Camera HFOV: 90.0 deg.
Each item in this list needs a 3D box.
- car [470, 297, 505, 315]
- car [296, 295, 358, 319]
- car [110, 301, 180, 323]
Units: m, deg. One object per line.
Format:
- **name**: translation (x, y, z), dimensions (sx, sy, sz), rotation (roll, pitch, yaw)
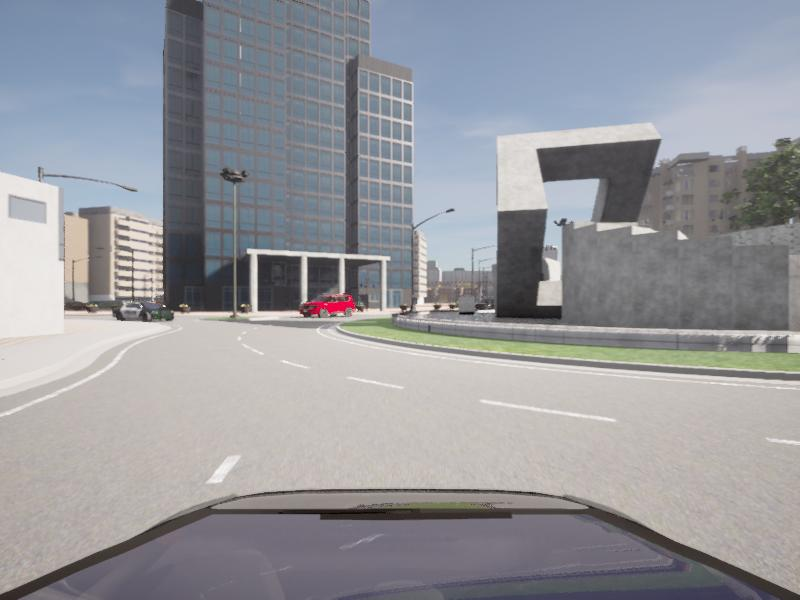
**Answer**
- **car**: translation (9.840, 0.624, 45.020), dimensions (3.866, 1.878, 1.905), rotation (0, 0, -40)
- **car**: translation (-6.445, 0.561, 35.996), dimensions (2.150, 2.045, 5.566), rotation (0, 0, 34)
- **car**: translation (-19.133, 0.836, 30.013), dimensions (4.974, 1.542, 2.038), rotation (0, 0, 23)
